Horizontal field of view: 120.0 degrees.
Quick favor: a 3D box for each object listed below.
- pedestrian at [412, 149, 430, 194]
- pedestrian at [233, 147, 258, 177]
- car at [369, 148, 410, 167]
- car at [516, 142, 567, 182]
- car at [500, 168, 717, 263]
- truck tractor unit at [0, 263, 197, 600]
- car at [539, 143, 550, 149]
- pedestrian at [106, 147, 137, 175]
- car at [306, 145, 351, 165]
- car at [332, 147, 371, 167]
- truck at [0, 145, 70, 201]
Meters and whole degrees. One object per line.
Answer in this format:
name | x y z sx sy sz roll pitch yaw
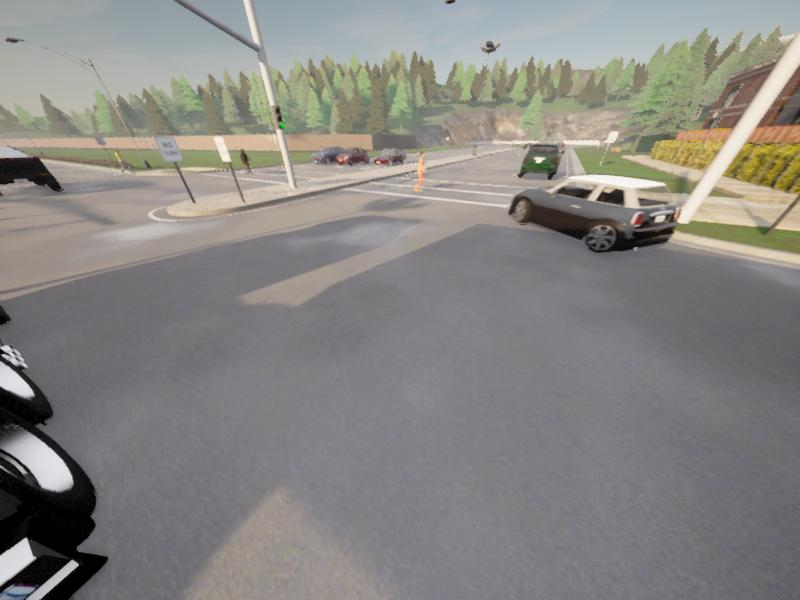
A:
pedestrian | 1.018 -6.376 11.490 0.751 1.860 0.751 1 35 3
pedestrian | -11.573 -10.359 17.327 0.751 1.860 0.751 18 39 25
car | -1.009 -15.649 25.213 2.163 1.488 4.792 18 39 25
car | 10.214 -10.045 16.564 2.150 2.045 5.566 19 40 26
car | 5.084 -2.650 6.477 1.970 1.475 3.806 -12 36 -16
truck tractor unit | -5.109 -0.303 0.784 6.516 4.208 3.053 18 39 24
car | 38.392 -40.848 61.241 1.895 1.301 4.718 19 39 25
pedestrian | -22.482 -11.224 18.666 0.751 1.860 0.751 23 41 30
car | -8.106 -16.749 26.582 2.097 1.767 4.553 18 39 25
car | -5.157 -15.608 25.080 1.851 1.617 3.988 18 39 25
truck | -21.287 -7.009 12.433 6.274 2.098 2.390 18 39 24
